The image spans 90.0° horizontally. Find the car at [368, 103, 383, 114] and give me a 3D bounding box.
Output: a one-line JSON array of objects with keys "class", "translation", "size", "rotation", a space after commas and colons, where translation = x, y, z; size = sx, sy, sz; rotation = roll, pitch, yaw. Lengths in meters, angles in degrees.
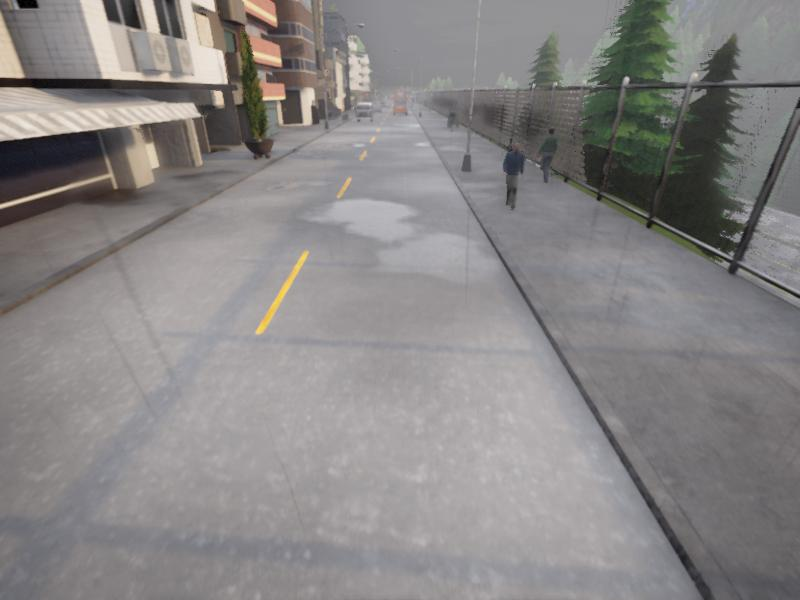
[{"class": "car", "translation": [-3.938, -31.039, 64.751], "size": [2.163, 1.488, 4.792], "rotation": [0, 27, 0]}]

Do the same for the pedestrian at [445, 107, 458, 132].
[{"class": "pedestrian", "translation": [4.257, -14.930, 33.061], "size": [0.751, 1.860, 0.751], "rotation": [-4, 28, -9]}]

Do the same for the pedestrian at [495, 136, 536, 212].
[{"class": "pedestrian", "translation": [3.099, -3.418, 10.861], "size": [0.751, 1.860, 0.751], "rotation": [3, 28, 5]}]

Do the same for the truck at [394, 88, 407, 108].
[{"class": "truck", "translation": [0.097, -46.824, 92.650], "size": [2.891, 3.827, 8.468], "rotation": [0, 27, 0]}]

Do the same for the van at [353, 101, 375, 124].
[{"class": "van", "translation": [-3.954, -21.104, 44.975], "size": [2.069, 2.038, 4.480], "rotation": [0, 28, 0]}]

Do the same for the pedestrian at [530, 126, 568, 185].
[{"class": "pedestrian", "translation": [5.200, -5.068, 14.057], "size": [0.751, 1.860, 0.751], "rotation": [0, 27, 0]}]

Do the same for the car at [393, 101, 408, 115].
[{"class": "car", "translation": [0.059, -29.204, 60.905], "size": [2.097, 1.767, 4.553], "rotation": [0, 27, 0]}]

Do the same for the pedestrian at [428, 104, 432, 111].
[{"class": "pedestrian", "translation": [5.299, -33.753, 70.176], "size": [0.500, 1.100, 0.500], "rotation": [-14, 31, -25]}]
